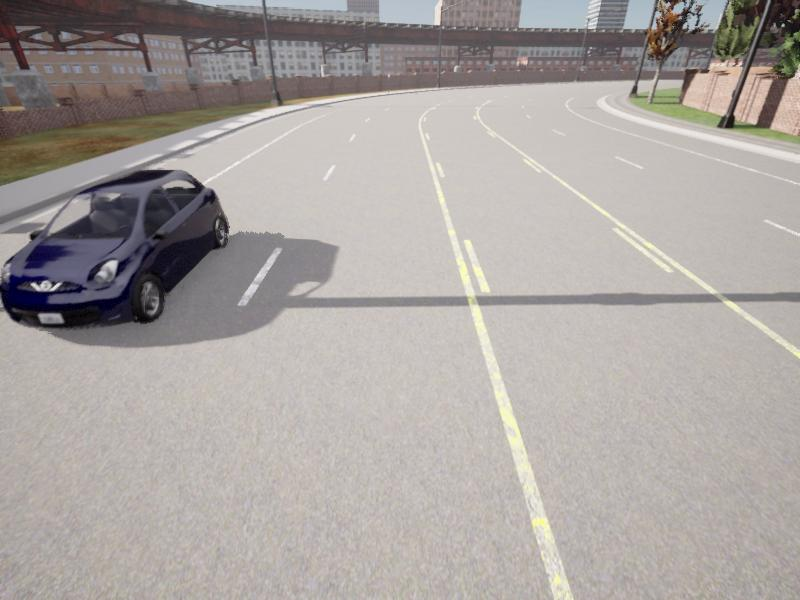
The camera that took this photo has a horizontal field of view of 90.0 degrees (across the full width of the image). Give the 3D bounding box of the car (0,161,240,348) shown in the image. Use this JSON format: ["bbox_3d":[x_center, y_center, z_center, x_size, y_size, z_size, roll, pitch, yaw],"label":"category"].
[{"bbox_3d":[-4.130,-0.974,6.114,1.845,1.501,3.633,0,30,-1],"label":"car"}]
